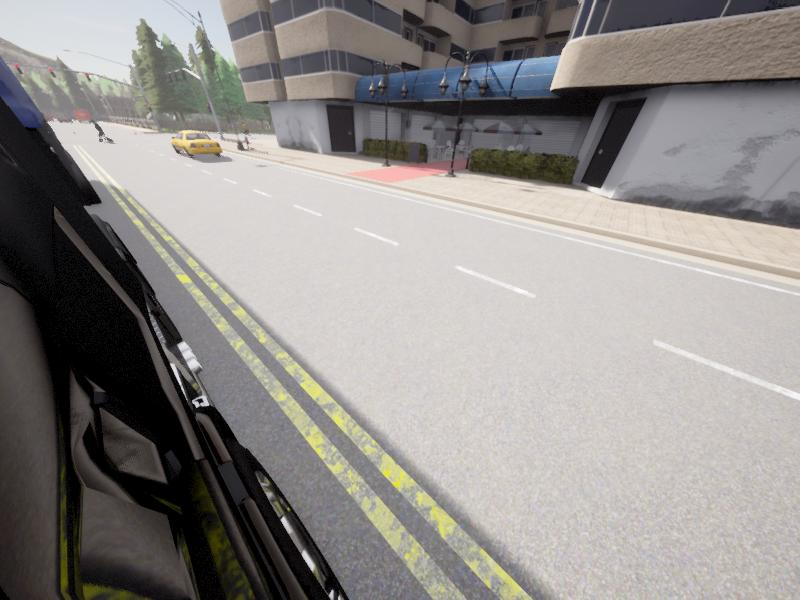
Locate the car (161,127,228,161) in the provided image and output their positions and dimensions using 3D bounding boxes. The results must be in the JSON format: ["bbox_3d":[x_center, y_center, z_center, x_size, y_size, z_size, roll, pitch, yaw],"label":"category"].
[{"bbox_3d":[-14.256,-10.875,15.960,5.366,1.575,1.801,28,44,30],"label":"car"}]

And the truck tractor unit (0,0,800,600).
[{"bbox_3d":[-2.645,-0.295,0.351,6.516,4.208,3.053,28,44,30],"label":"truck tractor unit"}]

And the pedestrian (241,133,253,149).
[{"bbox_3d":[-13.082,-13.569,19.741,0.500,1.100,0.500,-19,42,-26],"label":"pedestrian"}]

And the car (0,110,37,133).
[{"bbox_3d":[-44.546,-19.266,24.813,2.150,2.045,5.566,28,43,30],"label":"car"}]

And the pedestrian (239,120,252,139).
[{"bbox_3d":[-19.964,-21.985,29.828,0.751,1.860,0.751,-10,39,-16],"label":"pedestrian"}]

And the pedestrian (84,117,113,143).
[{"bbox_3d":[-26.617,-14.988,20.407,0.751,1.860,0.751,28,44,30],"label":"pedestrian"}]

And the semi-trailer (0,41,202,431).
[{"bbox_3d":[-8.707,-3.600,4.216,14.254,4.402,2.717,28,44,30],"label":"semi-trailer"}]
